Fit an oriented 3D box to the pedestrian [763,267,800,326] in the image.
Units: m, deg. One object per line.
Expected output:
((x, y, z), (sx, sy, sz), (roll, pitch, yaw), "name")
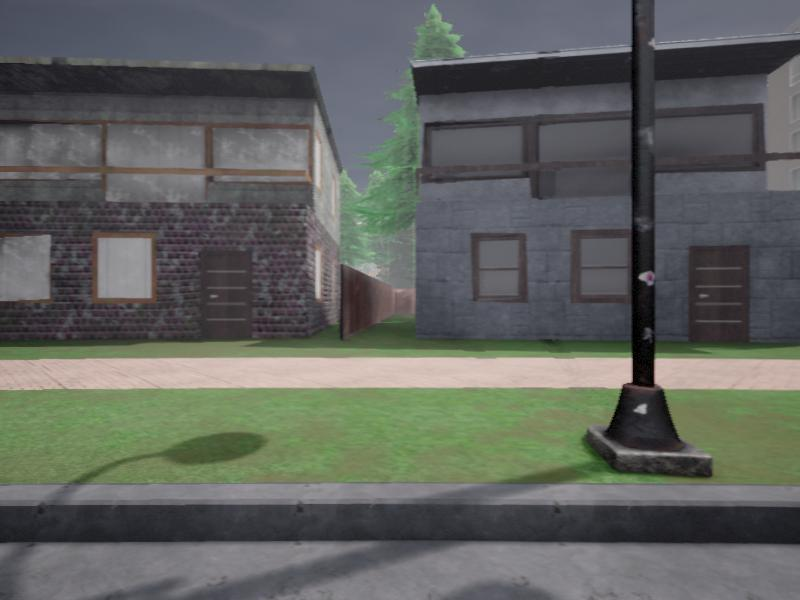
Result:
((12.417, -0.107, 12.903), (0.751, 1.860, 0.751), (0, 0, 7), "pedestrian")
